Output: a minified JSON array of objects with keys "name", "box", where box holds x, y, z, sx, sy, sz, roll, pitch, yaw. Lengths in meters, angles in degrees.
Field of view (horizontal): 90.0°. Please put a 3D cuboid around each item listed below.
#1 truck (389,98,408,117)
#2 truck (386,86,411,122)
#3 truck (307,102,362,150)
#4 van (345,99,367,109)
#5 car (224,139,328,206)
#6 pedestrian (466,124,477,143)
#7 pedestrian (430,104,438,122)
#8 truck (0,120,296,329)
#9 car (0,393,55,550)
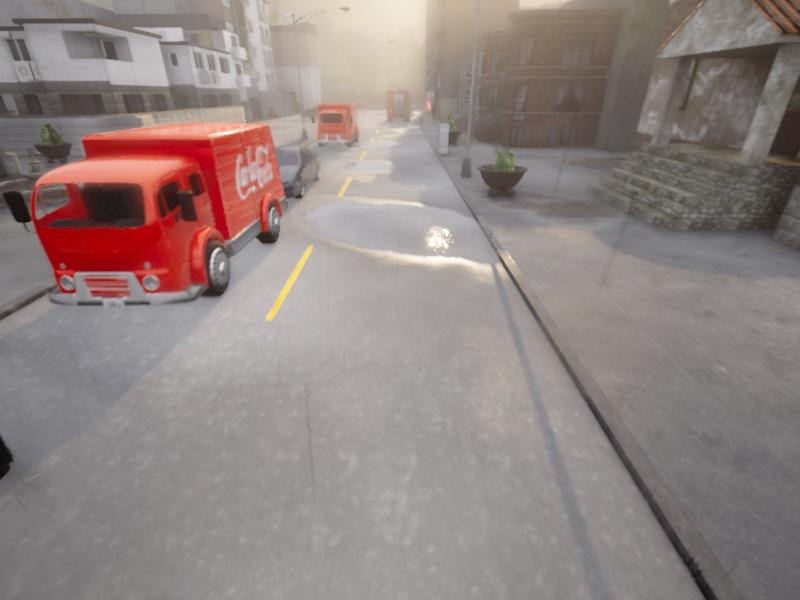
[{"name":"truck","box":[-0.207,-28.895,59.964,2.627,2.467,5.204,0,27,0]},{"name":"truck","box":[-0.171,-24.796,50.536,2.891,3.827,8.468,0,27,0]},{"name":"truck","box":[-4.088,-11.502,26.203,2.627,2.467,5.204,0,28,0]},{"name":"van","box":[-9.644,-43.355,88.560,4.442,1.987,1.775,8,28,16]},{"name":"car","box":[-4.048,-4.703,14.219,2.033,1.411,5.357,0,27,0]},{"name":"pedestrian","box":[4.716,-10.986,26.430,0.500,1.100,0.500,-1,27,-3]},{"name":"pedestrian","box":[3.850,-21.276,45.566,0.751,1.860,0.751,-5,28,-9]},{"name":"truck","box":[-4.026,-1.871,7.544,2.627,2.467,5.204,0,27,0]},{"name":"car","box":[-4.004,2.081,0.908,2.038,1.542,4.974,0,27,0]}]
